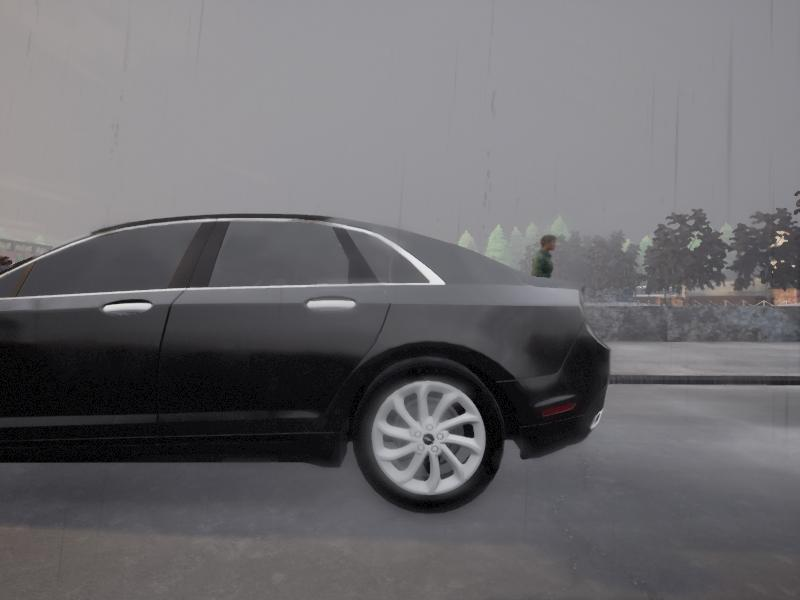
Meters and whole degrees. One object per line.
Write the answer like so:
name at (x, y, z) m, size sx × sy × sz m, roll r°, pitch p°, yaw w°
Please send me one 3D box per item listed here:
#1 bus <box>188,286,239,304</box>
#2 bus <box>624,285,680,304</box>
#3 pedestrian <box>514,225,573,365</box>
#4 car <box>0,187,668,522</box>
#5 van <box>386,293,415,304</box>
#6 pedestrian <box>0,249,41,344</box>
bus at (-43.888, -1.139, 94.524) m, size 10.273 × 4.253 × 3.944 m, roll 0°, pitch 0°, yaw 2°
bus at (57.250, -1.139, 91.202) m, size 10.273 × 4.253 × 3.944 m, roll 0°, pitch 0°, yaw 2°
pedestrian at (2.099, -0.067, 5.812) m, size 0.751 × 1.860 × 0.751 m, roll 0°, pitch 0°, yaw 24°
car at (-1.222, 0.244, 2.779) m, size 4.892 × 1.490 × 1.837 m, roll 0°, pitch 0°, yaw 2°
van at (0.181, -0.227, 89.193) m, size 6.366 × 2.431 × 2.351 m, roll 0°, pitch 0°, yaw 2°
pedestrian at (-8.131, -0.067, 8.266) m, size 0.751 × 1.860 × 0.751 m, roll 0°, pitch 0°, yaw 2°
